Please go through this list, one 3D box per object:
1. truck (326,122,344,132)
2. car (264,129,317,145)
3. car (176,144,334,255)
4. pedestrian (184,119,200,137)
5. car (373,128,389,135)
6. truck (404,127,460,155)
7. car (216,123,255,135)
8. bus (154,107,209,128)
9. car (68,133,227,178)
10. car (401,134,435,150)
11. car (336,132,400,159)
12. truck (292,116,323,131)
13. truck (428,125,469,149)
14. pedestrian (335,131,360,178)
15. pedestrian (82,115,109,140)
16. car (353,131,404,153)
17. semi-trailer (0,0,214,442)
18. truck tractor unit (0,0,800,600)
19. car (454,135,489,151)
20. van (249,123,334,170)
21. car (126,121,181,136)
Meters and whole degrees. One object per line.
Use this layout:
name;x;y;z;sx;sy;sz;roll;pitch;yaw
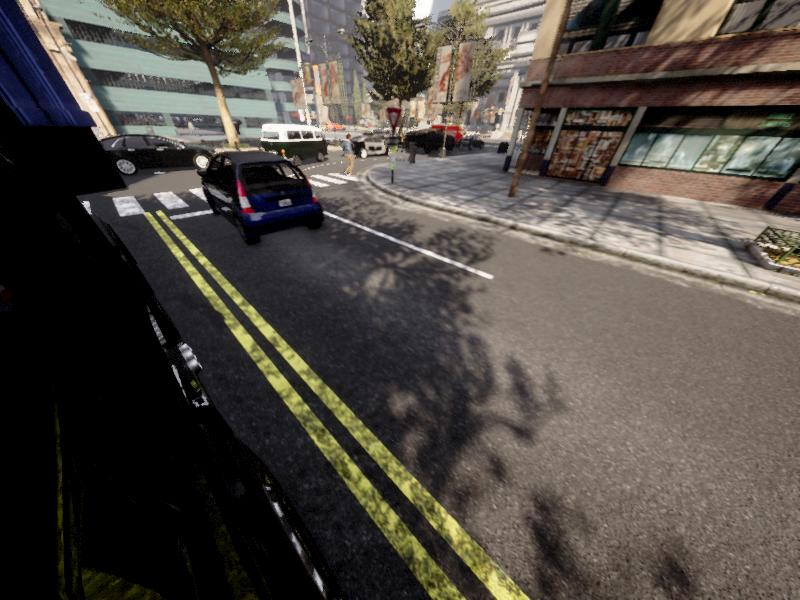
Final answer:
truck;-22.395;-59.665;79.732;5.204;2.467;2.627;15;39;16
car;-13.046;-19.661;27.905;2.033;1.411;5.357;30;45;32
car;-3.674;-2.806;5.804;1.851;1.617;3.988;-30;47;-35
pedestrian;-27.495;-22.726;30.534;0.751;1.860;0.751;25;42;27
car;-5.890;-52.076;71.399;5.357;1.411;2.033;30;45;32
truck;3.476;-16.978;24.629;2.390;2.098;6.274;30;45;32
car;-29.181;-30.470;41.132;2.128;1.511;4.902;30;45;32
bus;-62.631;-52.549;66.638;3.944;4.253;10.273;30;45;32
car;-11.820;-7.176;11.279;1.837;1.490;4.892;30;45;32
car;2.177;-19.021;27.795;1.970;1.475;3.806;30;45;32
car;-2.478;-13.076;19.501;1.930;1.638;5.238;30;45;32
truck;-31.088;-59.522;77.948;8.468;3.827;2.891;6;37;5
truck;6.609;-22.182;31.410;2.627;2.467;5.204;30;45;32
pedestrian;-2.532;-7.086;11.308;0.751;1.860;0.751;-23;44;-30
pedestrian;-29.138;-16.467;22.120;0.751;1.860;0.751;31;45;33
car;-2.098;-16.413;23.961;1.930;1.638;5.238;30;45;32
semi-trailer;-9.894;-2.263;2.401;14.254;4.402;2.717;11;37;11
truck tractor unit;-2.645;-0.295;0.351;6.516;4.208;3.053;28;44;30
car;9.319;-20.404;29.987;2.128;1.511;4.902;30;45;32
van;-6.413;-9.686;14.450;2.069;2.038;4.480;13;38;13
car;-34.004;-23.762;32.019;2.161;1.482;4.786;30;45;32
